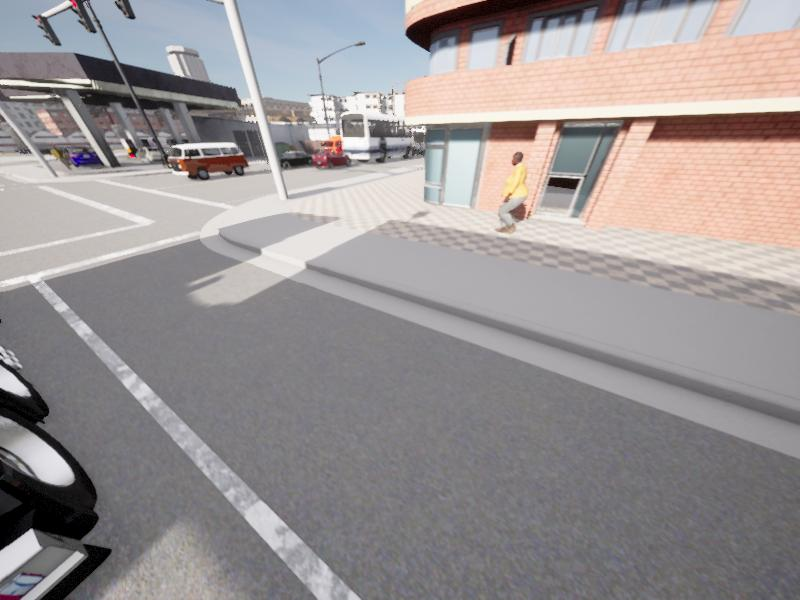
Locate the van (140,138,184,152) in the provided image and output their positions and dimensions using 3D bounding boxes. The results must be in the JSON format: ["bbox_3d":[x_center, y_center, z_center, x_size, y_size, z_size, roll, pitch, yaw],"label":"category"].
[{"bbox_3d":[-55.015,-35.980,53.553,2.351,2.431,6.366,19,40,26],"label":"van"}]

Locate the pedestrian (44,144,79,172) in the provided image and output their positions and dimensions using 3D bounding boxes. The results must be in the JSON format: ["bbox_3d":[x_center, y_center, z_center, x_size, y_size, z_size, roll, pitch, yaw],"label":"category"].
[{"bbox_3d":[-26.956,-11.320,18.417,0.751,1.860,0.751,22,41,29],"label":"pedestrian"}]

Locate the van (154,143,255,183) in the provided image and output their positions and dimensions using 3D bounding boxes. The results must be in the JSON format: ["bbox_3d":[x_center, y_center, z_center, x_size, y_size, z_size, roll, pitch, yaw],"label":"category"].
[{"bbox_3d":[-13.136,-9.632,16.007,2.069,2.038,4.480,17,39,23],"label":"van"}]

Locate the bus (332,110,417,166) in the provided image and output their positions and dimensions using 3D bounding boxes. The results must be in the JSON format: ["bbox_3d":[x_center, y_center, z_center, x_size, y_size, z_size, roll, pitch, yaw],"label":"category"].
[{"bbox_3d":[-2.193,-18.110,25.997,3.944,4.253,10.273,17,39,23],"label":"bus"}]

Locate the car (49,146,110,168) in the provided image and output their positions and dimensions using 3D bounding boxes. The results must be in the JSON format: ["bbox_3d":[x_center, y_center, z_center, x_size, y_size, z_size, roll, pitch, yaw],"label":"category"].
[{"bbox_3d":[-31.662,-14.238,22.878,4.611,1.667,2.242,18,39,24],"label":"car"}]

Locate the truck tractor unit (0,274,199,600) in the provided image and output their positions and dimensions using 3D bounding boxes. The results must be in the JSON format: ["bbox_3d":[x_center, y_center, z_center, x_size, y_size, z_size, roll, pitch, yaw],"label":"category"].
[{"bbox_3d":[-5.130,-0.281,0.751,6.516,4.208,3.053,18,39,23],"label":"truck tractor unit"}]

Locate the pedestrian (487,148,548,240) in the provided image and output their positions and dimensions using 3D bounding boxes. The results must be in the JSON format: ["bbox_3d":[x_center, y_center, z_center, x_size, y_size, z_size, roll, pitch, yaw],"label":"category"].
[{"bbox_3d":[2.759,-2.524,5.544,0.751,1.860,0.751,19,40,25],"label":"pedestrian"}]

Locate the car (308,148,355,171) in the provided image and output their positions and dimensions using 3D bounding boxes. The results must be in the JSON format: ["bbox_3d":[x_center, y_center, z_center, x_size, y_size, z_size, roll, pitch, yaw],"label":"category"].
[{"bbox_3d":[-6.015,-12.732,20.769,1.845,1.501,3.633,17,39,23],"label":"car"}]

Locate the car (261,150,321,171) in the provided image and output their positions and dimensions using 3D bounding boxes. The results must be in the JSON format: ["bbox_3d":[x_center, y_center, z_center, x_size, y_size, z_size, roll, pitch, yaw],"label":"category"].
[{"bbox_3d":[-9.789,-12.837,21.166,1.895,1.301,4.718,17,39,23],"label":"car"}]
